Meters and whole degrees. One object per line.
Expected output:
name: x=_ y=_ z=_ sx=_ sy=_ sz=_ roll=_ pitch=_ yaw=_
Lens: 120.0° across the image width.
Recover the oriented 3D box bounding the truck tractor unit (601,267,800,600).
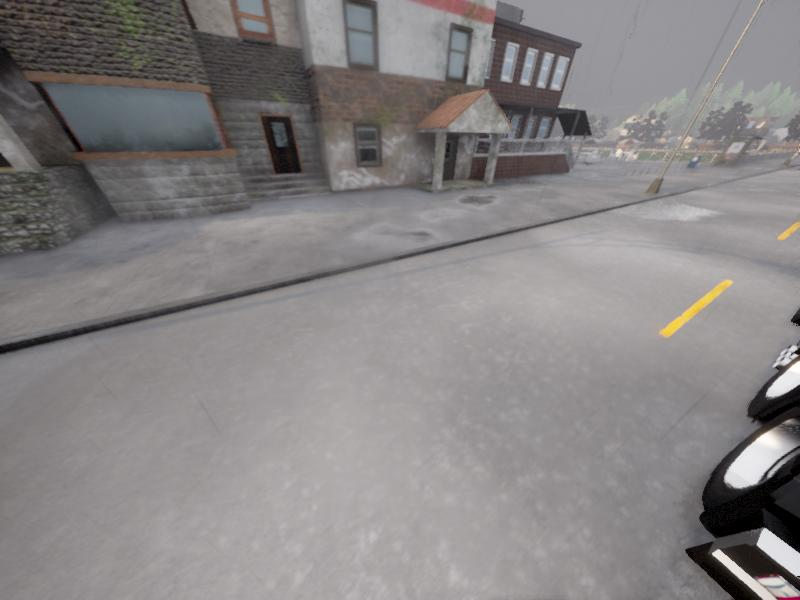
truck tractor unit: x=5.118 y=-0.293 z=0.777 sx=6.516 sy=4.208 sz=3.053 roll=-18 pitch=39 yaw=-24
